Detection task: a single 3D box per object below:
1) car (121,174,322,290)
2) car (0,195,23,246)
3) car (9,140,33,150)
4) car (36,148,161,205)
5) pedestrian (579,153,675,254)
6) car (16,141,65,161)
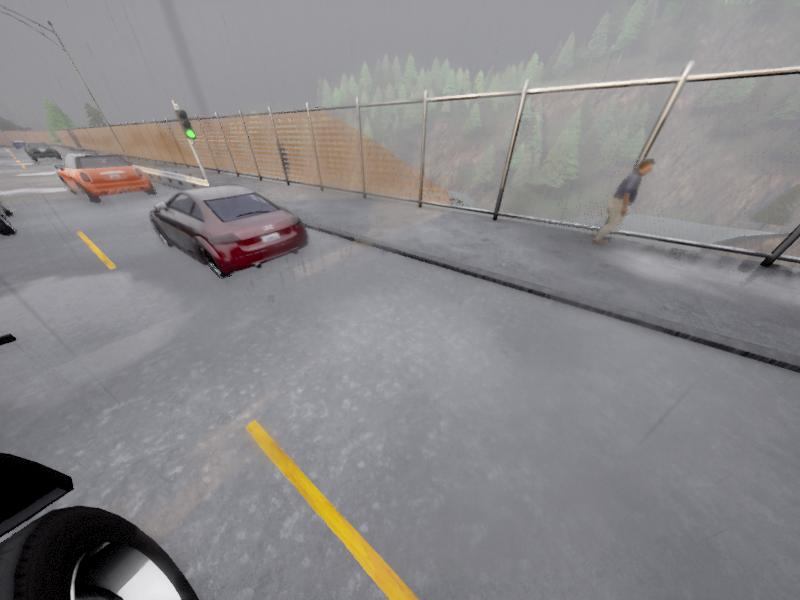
[{"bbox_3d":[-4.137,-1.909,5.409,4.181,1.385,1.994,22,41,28],"label":"car"},{"bbox_3d":[-12.481,-2.601,6.098,5.238,1.638,1.930,22,41,28],"label":"car"},{"bbox_3d":[-76.468,-31.363,46.580,5.008,1.535,1.882,22,41,28],"label":"car"},{"bbox_3d":[-13.397,-5.678,10.325,4.553,1.767,2.097,20,40,26],"label":"car"},{"bbox_3d":[4.831,-2.110,5.105,0.751,1.860,0.751,22,41,28],"label":"pedestrian"},{"bbox_3d":[-40.158,-16.717,25.813,4.553,1.767,2.097,22,41,28],"label":"car"}]
